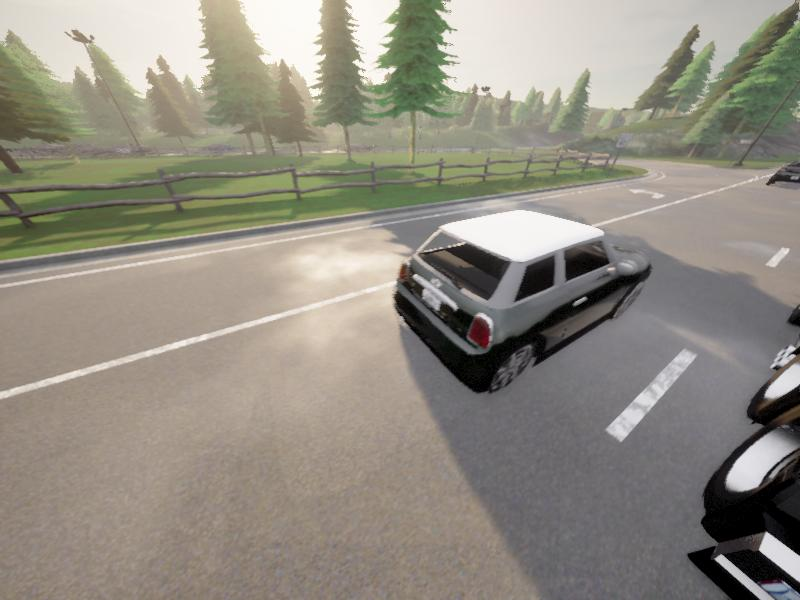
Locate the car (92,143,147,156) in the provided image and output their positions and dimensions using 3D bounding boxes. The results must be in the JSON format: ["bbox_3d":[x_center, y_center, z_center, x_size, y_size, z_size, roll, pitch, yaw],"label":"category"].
[{"bbox_3d":[-43.696,-23.570,36.152,4.974,1.542,2.038,-18,39,-24],"label":"car"}]

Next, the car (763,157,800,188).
[{"bbox_3d":[25.795,-8.189,14.774,4.193,1.474,1.816,-18,39,-25],"label":"car"}]

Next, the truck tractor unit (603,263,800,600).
[{"bbox_3d":[5.108,-0.300,0.796,6.516,4.208,3.053,-18,39,-24],"label":"truck tractor unit"}]

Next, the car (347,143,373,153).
[{"bbox_3d":[-8.569,-32.603,49.432,5.027,1.651,2.152,-17,38,-24],"label":"car"}]

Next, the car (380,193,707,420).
[{"bbox_3d":[1.890,-0.432,3.365,3.806,1.475,1.970,-18,39,-24],"label":"car"}]

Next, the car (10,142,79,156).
[{"bbox_3d":[-53.339,-22.808,34.863,5.238,1.638,1.930,-18,39,-24],"label":"car"}]

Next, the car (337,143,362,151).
[{"bbox_3d":[-11.902,-36.117,54.490,5.366,1.575,1.801,-17,39,-23],"label":"car"}]

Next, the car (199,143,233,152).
[{"bbox_3d":[-36.545,-30.479,46.163,5.008,1.535,1.882,-18,39,-24],"label":"car"}]

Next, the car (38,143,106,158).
[{"bbox_3d":[-45.222,-20.815,32.088,4.856,1.649,2.033,-18,39,-24],"label":"car"}]
